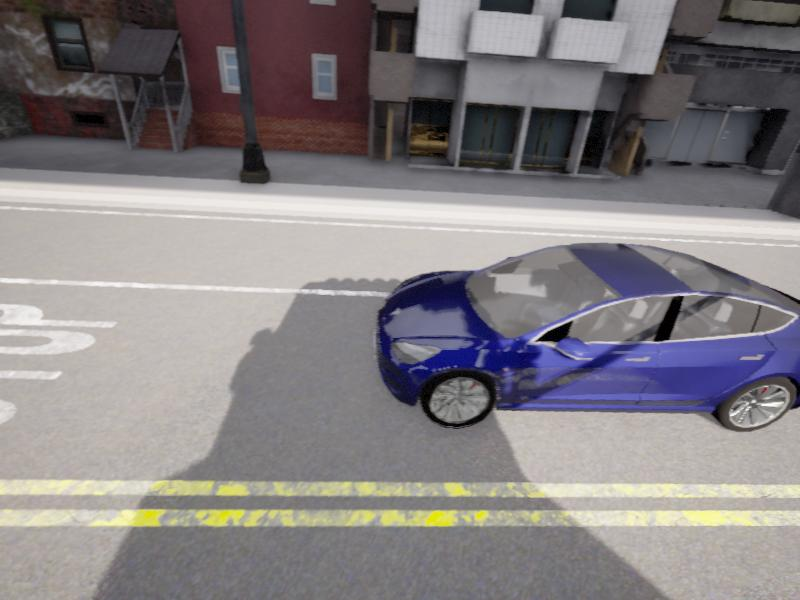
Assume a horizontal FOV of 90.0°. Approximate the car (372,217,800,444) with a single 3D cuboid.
[{"bbox_3d":[2.130,0.227,4.533,4.792,1.488,2.163,2,28,-4],"label":"car"}]
